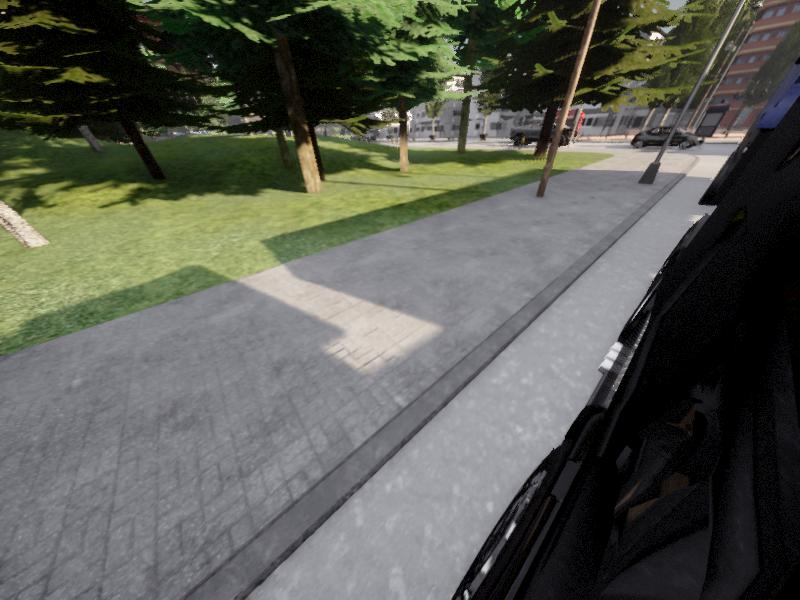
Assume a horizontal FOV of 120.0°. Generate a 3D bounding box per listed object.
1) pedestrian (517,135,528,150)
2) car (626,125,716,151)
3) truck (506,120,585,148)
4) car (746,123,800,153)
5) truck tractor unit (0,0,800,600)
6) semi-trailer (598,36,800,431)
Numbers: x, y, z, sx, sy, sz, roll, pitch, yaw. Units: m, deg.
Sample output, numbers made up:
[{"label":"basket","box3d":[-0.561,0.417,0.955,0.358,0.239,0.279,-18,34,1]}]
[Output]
[{"label":"pedestrian","box3d":[11.338,-14.596,21.422,0.500,1.100,0.500,-29,44,-31]},{"label":"car","box3d":[21.321,-12.909,18.395,1.816,1.474,4.193,-26,42,-28]},{"label":"truck","box3d":[15.050,-17.456,24.403,2.390,2.098,6.274,-28,43,-30]},{"label":"car","box3d":[25.686,-10.029,14.260,1.812,1.442,4.674,-28,43,-30]},{"label":"truck tractor unit","box3d":[2.645,-0.295,0.351,6.516,4.208,3.053,-28,44,-30]},{"label":"semi-trailer","box3d":[8.714,-3.590,4.218,14.254,4.402,2.717,-28,43,-30]}]
